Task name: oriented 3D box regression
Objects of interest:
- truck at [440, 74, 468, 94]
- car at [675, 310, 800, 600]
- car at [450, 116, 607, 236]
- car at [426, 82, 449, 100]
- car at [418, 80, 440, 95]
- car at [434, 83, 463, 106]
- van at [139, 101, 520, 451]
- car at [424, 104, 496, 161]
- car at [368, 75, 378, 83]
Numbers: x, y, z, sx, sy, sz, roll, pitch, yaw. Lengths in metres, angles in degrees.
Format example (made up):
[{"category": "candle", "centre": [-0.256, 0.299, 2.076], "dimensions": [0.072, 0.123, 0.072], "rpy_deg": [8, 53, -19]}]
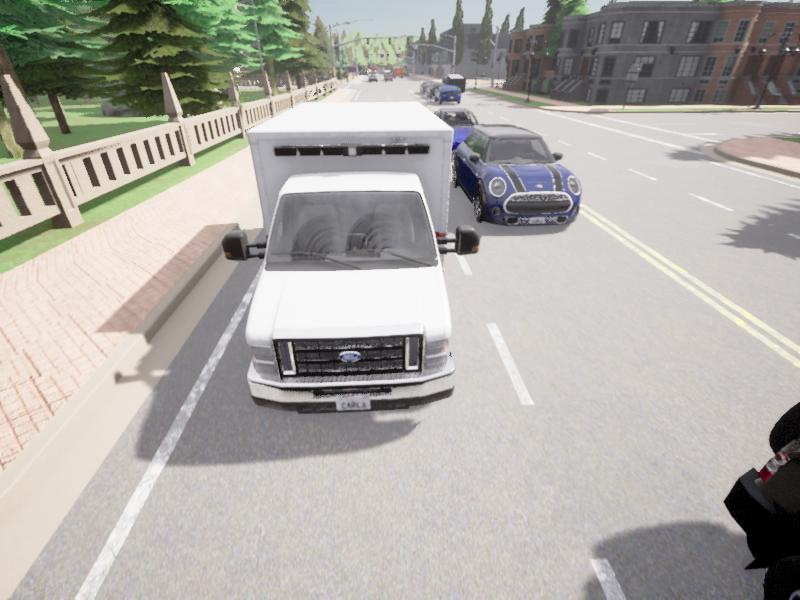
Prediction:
[{"category": "truck", "centre": [6.921, -28.183, 52.031], "dimensions": [2.390, 2.098, 6.274], "rpy_deg": [-2, 30, -3]}, {"category": "car", "centre": [3.265, 1.971, 0.755], "dimensions": [1.932, 1.855, 4.605], "rpy_deg": [-2, 30, -3]}, {"category": "car", "centre": [2.675, -3.270, 9.790], "dimensions": [2.097, 1.767, 4.553], "rpy_deg": [-2, 30, -3]}, {"category": "car", "centre": [4.000, -22.672, 43.233], "dimensions": [1.837, 1.490, 4.892], "rpy_deg": [-2, 30, -3]}, {"category": "car", "centre": [3.574, -26.479, 49.841], "dimensions": [2.033, 1.411, 5.357], "rpy_deg": [-2, 30, -3]}, {"category": "car", "centre": [4.402, -19.105, 37.093], "dimensions": [1.882, 1.535, 5.008], "rpy_deg": [-2, 30, -3]}, {"category": "van", "centre": [-0.586, -1.313, 5.841], "dimensions": [2.351, 2.431, 6.366], "rpy_deg": [-2, 30, -3]}, {"category": "car", "centre": [2.249, -6.984, 16.405], "dimensions": [2.007, 1.525, 4.514], "rpy_deg": [-2, 30, -3]}, {"category": "car", "centre": [-5.772, -47.336, 85.533], "dimensions": [2.033, 1.411, 5.357], "rpy_deg": [-2, 30, -3]}]
